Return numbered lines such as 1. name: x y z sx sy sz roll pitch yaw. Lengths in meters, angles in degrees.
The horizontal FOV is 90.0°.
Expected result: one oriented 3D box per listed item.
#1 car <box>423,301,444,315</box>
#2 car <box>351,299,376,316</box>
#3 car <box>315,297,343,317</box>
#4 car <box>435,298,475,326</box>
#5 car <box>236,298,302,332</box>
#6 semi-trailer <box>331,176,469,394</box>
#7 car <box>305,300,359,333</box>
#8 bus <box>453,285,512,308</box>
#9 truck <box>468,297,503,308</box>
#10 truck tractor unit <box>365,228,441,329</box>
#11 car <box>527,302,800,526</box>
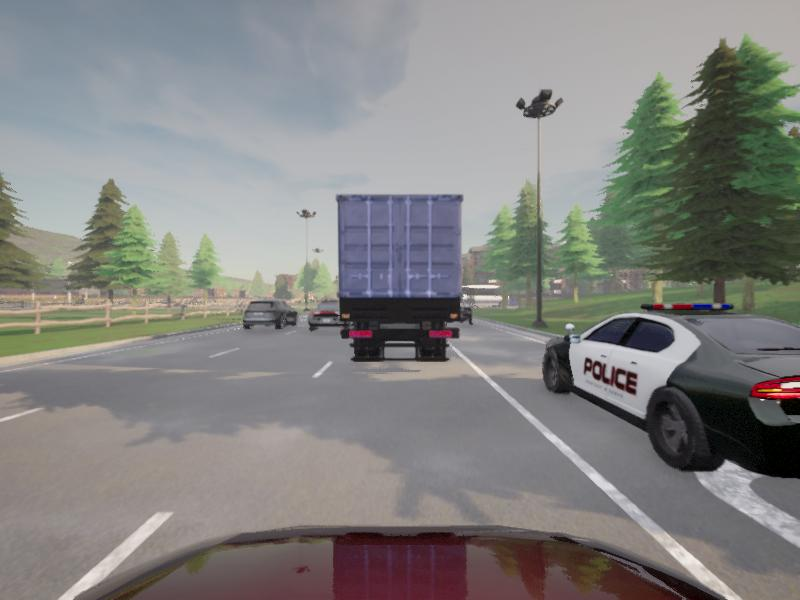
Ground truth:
1. car: 3.502 0.821 42.421 1.812 1.442 4.674 0 0 0
2. car: -3.492 0.726 39.341 1.930 1.638 5.238 0 -1 0
3. car: -6.992 0.608 39.711 1.932 1.855 4.605 0 1 0
4. car: 3.505 0.741 26.483 1.930 1.638 5.238 0 0 0
5. car: -6.995 0.751 21.988 2.033 1.649 4.856 0 0 0
6. semi-trailer: 0.012 -0.819 15.170 2.717 4.402 14.254 0 5 0
7. car: -3.494 0.798 21.564 2.038 1.542 4.974 0 0 0
8. bus: 15.235 -0.621 74.573 10.273 4.253 3.944 0 0 0
9. truck: 16.592 0.453 77.964 6.274 2.098 2.390 0 0 0
10. truck tractor unit: 0.233 -0.889 23.275 3.053 4.208 6.516 10 -8 3
11. car: 3.503 0.820 5.309 2.038 1.542 4.974 0 0 0
